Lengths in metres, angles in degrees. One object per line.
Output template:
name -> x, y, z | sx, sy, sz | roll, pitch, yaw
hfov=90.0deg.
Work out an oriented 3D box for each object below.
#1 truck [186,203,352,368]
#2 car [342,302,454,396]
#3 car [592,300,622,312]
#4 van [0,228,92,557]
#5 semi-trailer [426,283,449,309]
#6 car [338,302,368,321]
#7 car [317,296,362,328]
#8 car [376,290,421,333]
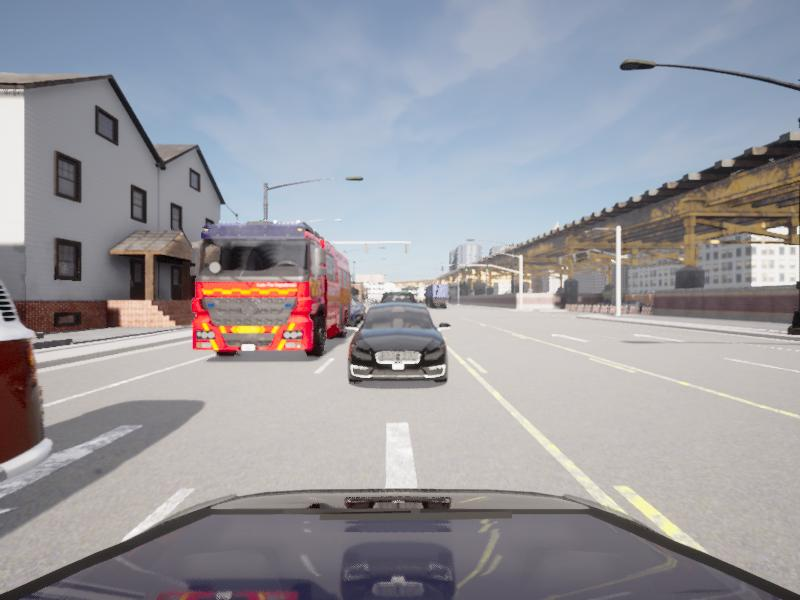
truck -> -3.562, -0.339, 13.567 | 2.891, 3.827, 8.468 | 0, 0, 0
car -> -0.041, 0.830, 9.047 | 1.837, 1.490, 4.892 | 0, 0, 0
car -> 26.234, 0.728, 50.616 | 2.038, 1.542, 4.974 | 0, 0, 43
van -> -3.508, 0.571, 0.974 | 2.069, 2.038, 4.480 | 0, 0, 0
semi-trailer -> 6.738, -0.718, 74.142 | 2.717, 4.402, 14.254 | 0, 0, -1
car -> -3.655, 0.854, 31.986 | 2.033, 1.411, 5.357 | 0, 0, -3
car -> -3.599, 0.660, 24.572 | 2.097, 1.767, 4.553 | 0, 0, 0
car -> -0.089, 0.540, 21.842 | 2.150, 2.045, 5.566 | 0, 0, 0
